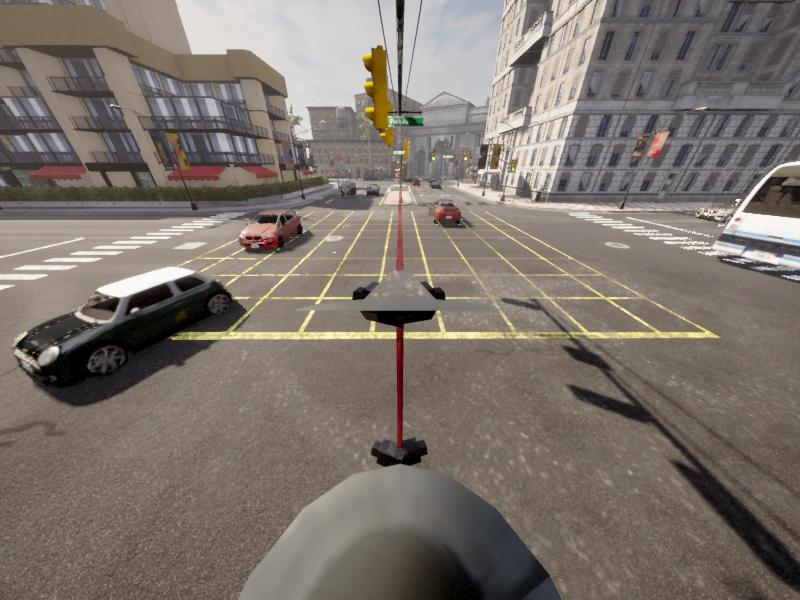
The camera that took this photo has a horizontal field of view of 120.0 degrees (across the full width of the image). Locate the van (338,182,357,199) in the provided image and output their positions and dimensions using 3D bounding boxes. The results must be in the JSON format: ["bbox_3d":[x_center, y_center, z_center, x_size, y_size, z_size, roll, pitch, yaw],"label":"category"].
[{"bbox_3d":[-7.688,-16.402,34.427,1.775,1.987,4.442,0,30,0],"label":"van"}]

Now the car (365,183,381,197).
[{"bbox_3d":[-4.180,-17.437,36.565,1.930,1.638,5.238,0,30,0],"label":"car"}]

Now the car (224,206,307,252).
[{"bbox_3d":[-7.752,-4.464,14.068,2.242,1.667,4.611,0,30,0],"label":"car"}]

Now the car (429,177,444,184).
[{"bbox_3d":[9.865,-32.178,62.149,2.038,1.542,4.974,17,34,27],"label":"car"}]

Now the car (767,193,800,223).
[{"bbox_3d":[35.503,-7.623,19.162,5.566,2.045,2.150,0,30,0],"label":"car"}]

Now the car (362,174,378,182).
[{"bbox_3d":[-9.304,-38.108,72.135,4.605,1.855,1.932,8,31,13],"label":"car"}]

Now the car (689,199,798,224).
[{"bbox_3d":[28.323,-7.433,19.258,5.027,1.651,2.152,0,30,0],"label":"car"}]

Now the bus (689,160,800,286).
[{"bbox_3d":[20.314,-3.474,9.777,10.273,4.253,3.944,-3,29,-6],"label":"bus"}]

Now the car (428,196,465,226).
[{"bbox_3d":[3.764,-7.751,19.810,2.152,1.651,5.027,0,30,0],"label":"car"}]

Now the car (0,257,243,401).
[{"bbox_3d":[-6.806,0.289,6.028,1.970,1.475,3.806,11,32,18],"label":"car"}]

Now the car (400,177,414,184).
[{"bbox_3d":[1.963,-33.369,64.300,1.837,1.490,4.892,-14,33,-23],"label":"car"}]

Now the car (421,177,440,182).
[{"bbox_3d":[9.047,-36.363,69.579,5.357,1.411,2.033,0,30,1],"label":"car"}]
